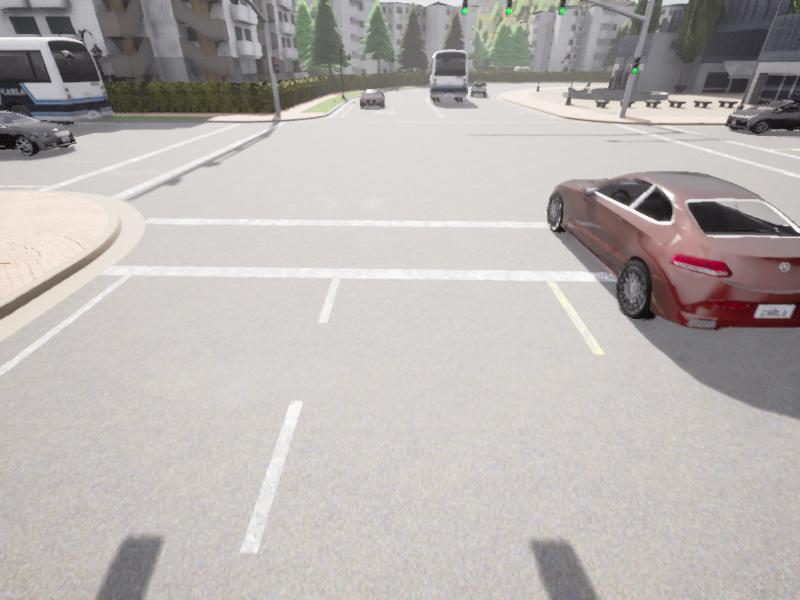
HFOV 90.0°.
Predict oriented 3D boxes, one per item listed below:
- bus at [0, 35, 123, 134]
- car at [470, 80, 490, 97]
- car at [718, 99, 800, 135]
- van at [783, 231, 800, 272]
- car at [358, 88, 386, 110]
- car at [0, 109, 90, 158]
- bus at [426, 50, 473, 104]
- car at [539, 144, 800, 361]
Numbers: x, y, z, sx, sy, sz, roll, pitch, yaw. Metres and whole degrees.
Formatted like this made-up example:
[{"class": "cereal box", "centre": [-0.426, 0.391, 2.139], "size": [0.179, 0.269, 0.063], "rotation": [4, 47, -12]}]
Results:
[{"class": "bus", "centre": [-21.799, -11.468, 21.379], "size": [10.273, 4.253, 3.944], "rotation": [1, 30, 2]}, {"class": "car", "centre": [9.444, -24.994, 47.167], "size": [1.851, 1.617, 3.988], "rotation": [7, 31, 12]}, {"class": "car", "centre": [19.842, -9.558, 20.855], "size": [4.514, 1.525, 2.007], "rotation": [1, 30, 2]}, {"class": "van", "centre": [7.693, -0.391, 4.712], "size": [1.775, 1.987, 4.442], "rotation": [0, 30, 1]}, {"class": "car", "centre": [-2.293, -16.999, 33.718], "size": [1.994, 1.385, 4.181], "rotation": [0, 30, 0]}, {"class": "car", "centre": [-15.806, -6.697, 15.943], "size": [4.902, 1.511, 2.128], "rotation": [1, 30, 2]}, {"class": "bus", "centre": [4.662, -22.616, 40.474], "size": [3.944, 4.253, 10.273], "rotation": [1, 30, 3]}, {"class": "car", "centre": [4.218, -1.259, 6.553], "size": [2.152, 1.651, 5.027], "rotation": [0, 30, 1]}]
